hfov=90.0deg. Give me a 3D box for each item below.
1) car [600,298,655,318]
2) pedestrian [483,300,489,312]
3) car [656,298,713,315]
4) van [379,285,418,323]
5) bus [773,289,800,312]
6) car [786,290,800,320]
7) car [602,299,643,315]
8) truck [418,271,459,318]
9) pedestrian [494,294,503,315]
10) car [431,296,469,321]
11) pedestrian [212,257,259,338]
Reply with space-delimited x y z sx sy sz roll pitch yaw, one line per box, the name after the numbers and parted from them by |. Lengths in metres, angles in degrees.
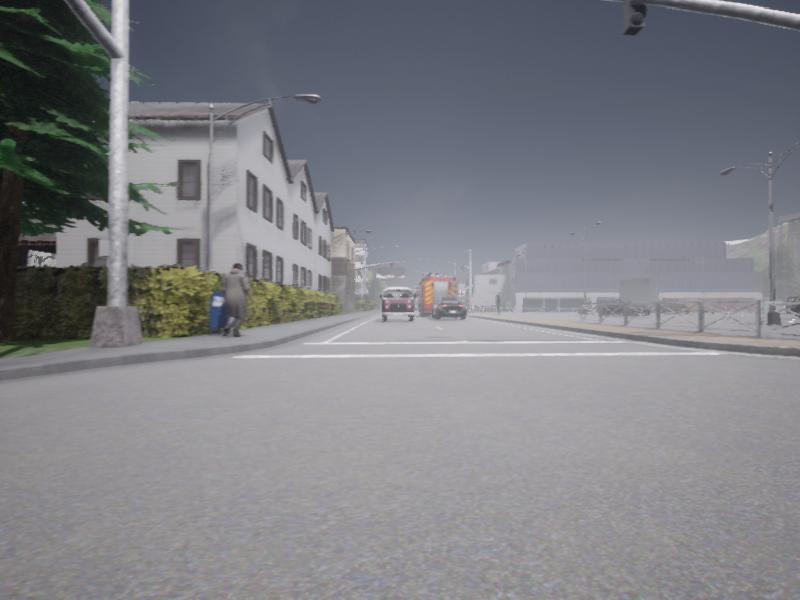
18.794 0.662 33.347 2.007 1.523 4.514 0 -1 0 | car
13.694 1.011 63.618 0.751 1.860 0.751 0 -1 7 | pedestrian
28.832 0.626 40.779 2.152 1.636 5.027 0 -1 0 | car
-0.100 0.268 23.595 2.069 2.038 4.480 0 -1 0 | van
76.669 0.083 74.826 3.944 4.253 10.273 0 -1 -1 | bus
25.791 0.280 23.381 1.932 1.855 4.605 0 -1 0 | car
22.417 0.710 40.417 1.970 1.475 3.806 0 -1 0 | car
3.365 -0.404 36.923 2.891 3.827 8.468 0 -1 0 | truck
8.723 0.401 35.393 0.751 1.860 0.751 0 -1 18 | pedestrian
3.387 0.591 27.987 2.038 1.542 4.974 0 -1 0 | car
-3.915 -0.049 9.552 0.751 1.860 0.751 0 -1 7 | pedestrian
